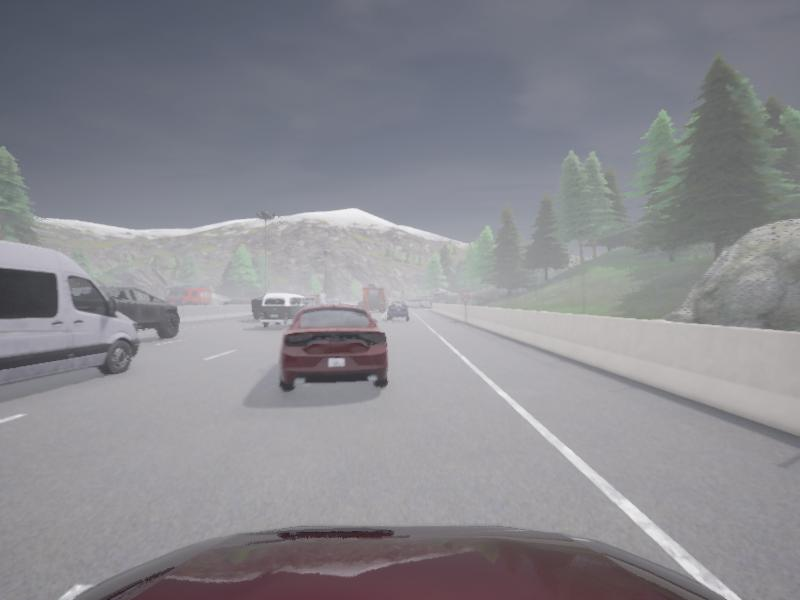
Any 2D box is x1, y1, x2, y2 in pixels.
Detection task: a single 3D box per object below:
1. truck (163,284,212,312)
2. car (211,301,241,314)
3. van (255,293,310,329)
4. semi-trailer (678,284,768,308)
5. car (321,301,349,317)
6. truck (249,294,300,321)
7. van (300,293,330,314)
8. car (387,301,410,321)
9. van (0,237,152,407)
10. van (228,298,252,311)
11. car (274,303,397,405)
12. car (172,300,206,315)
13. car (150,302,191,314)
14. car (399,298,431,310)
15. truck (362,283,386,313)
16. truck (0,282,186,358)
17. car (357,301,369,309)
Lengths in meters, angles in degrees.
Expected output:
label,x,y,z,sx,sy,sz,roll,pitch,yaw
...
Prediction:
label,x,y,z,sx,sy,sz,roll,pitch,yaw
truck,-31.515,-0.255,59.814,2.891,3.827,8.468,0,0,0
car,-21.007,0.911,48.432,1.816,1.474,4.193,0,0,0
van,-7.001,0.602,24.450,2.069,2.038,4.480,0,0,0
semi-trailer,58.990,-0.725,73.252,14.254,4.402,2.717,0,0,1
car,-6.509,0.882,40.487,2.128,1.511,4.902,0,0,-1
truck,-10.506,0.583,34.105,2.390,2.098,6.274,0,0,0
van,-10.507,0.436,49.781,2.351,2.431,6.366,0,0,0
car,-0.114,0.854,32.811,1.789,1.549,3.705,0,0,1
van,-6.998,0.330,6.710,1.988,2.561,5.915,0,0,0
van,-24.510,0.668,61.443,1.775,1.987,4.442,0,0,0
car,-1.458,0.833,8.691,1.882,1.535,5.008,0,0,-11
car,-24.510,0.843,46.707,1.851,1.617,3.988,0,0,0
car,-28.010,0.952,49.030,2.033,1.411,5.357,0,0,0
car,2.831,0.677,75.493,5.566,2.045,2.150,1,1,18
truck,-3.505,-0.255,56.710,2.891,3.827,8.468,0,0,0
truck,-10.502,0.559,14.219,2.390,2.098,6.274,0,0,0
car,-7.013,0.918,76.340,2.007,1.525,4.514,0,0,0
